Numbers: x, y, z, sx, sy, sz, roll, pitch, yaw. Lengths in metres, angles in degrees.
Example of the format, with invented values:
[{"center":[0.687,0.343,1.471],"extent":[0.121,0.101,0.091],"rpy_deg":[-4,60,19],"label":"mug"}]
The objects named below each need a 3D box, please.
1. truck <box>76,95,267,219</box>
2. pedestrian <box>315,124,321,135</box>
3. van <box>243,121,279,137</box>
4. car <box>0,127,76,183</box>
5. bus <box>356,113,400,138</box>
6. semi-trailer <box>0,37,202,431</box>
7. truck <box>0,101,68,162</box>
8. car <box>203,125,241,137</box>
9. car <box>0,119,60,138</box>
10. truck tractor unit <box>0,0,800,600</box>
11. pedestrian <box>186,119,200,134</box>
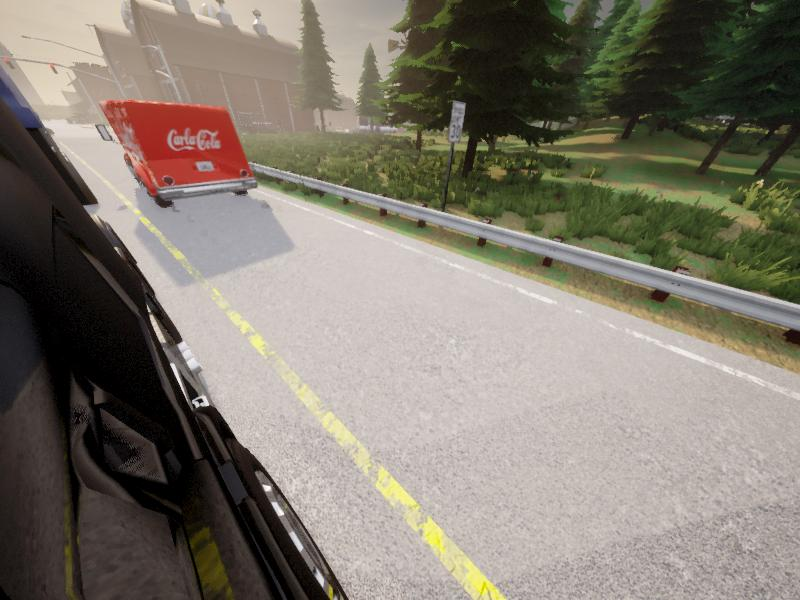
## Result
[{"center":[-7.276,-4.756,7.481],"extent":[5.204,2.467,2.627],"rpy_deg":[27,43,29],"label":"truck"},{"center":[-18.003,-37.316,50.595],"extent":[0.751,1.860,0.751],"rpy_deg":[27,43,29],"label":"pedestrian"},{"center":[-23.830,-29.451,39.861],"extent":[2.069,2.038,4.480],"rpy_deg":[28,43,29],"label":"van"},{"center":[-16.061,-6.229,9.718],"extent":[4.902,1.511,2.128],"rpy_deg":[27,43,29],"label":"car"},{"center":[-4.822,-40.448,53.905],"extent":[3.944,4.253,10.273],"rpy_deg":[28,43,29],"label":"bus"},{"center":[-8.745,-3.574,4.180],"extent":[14.254,4.402,2.717],"rpy_deg":[28,43,29],"label":"semi-trailer"},{"center":[-21.925,-9.539,12.952],"extent":[5.204,2.467,2.627],"rpy_deg":[27,43,28],"label":"truck"},{"center":[-27.759,-26.436,36.145],"extent":[1.994,1.385,4.181],"rpy_deg":[27,43,29],"label":"car"},{"center":[-38.396,-17.312,23.257],"extent":[1.994,1.385,4.181],"rpy_deg":[8,37,7],"label":"car"},{"center":[-2.645,-0.295,0.351],"extent":[6.516,4.208,3.053],"rpy_deg":[28,44,30],"label":"truck tractor unit"},{"center":[-32.548,-27.296,36.289],"extent":[0.751,1.860,0.751],"rpy_deg":[18,39,19],"label":"pedestrian"}]
